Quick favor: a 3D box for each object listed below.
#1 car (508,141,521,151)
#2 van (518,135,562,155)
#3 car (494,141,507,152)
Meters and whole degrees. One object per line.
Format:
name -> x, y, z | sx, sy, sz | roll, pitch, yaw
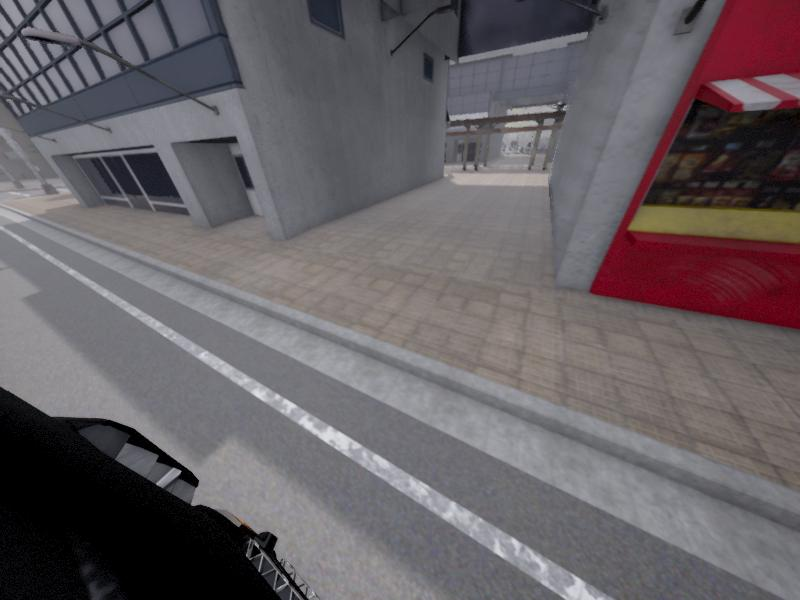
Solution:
car -> 26.245, -35.370, 52.981 | 1.905, 1.878, 3.866 | 14, 37, 24
van -> 24.374, -27.110, 40.505 | 5.915, 2.561, 1.988 | 14, 37, 24
car -> 23.477, -35.787, 53.861 | 1.932, 1.855, 4.605 | 14, 37, 24
